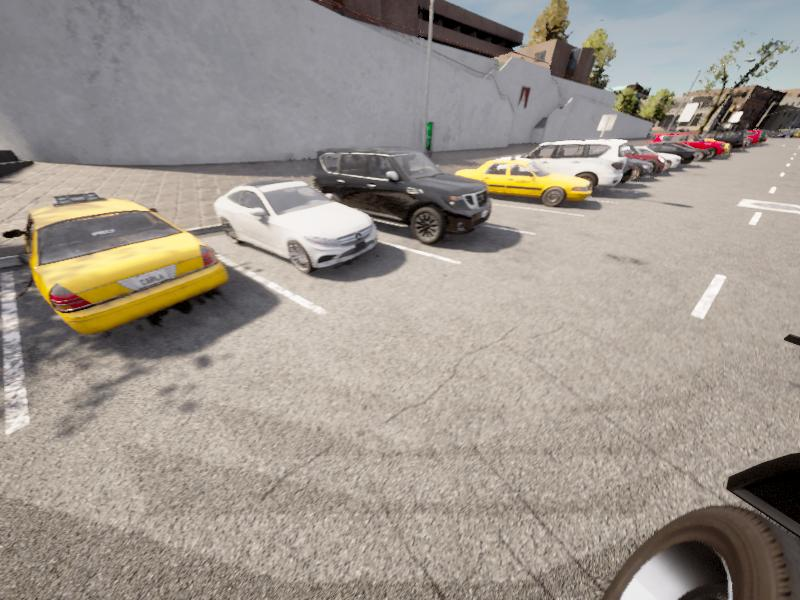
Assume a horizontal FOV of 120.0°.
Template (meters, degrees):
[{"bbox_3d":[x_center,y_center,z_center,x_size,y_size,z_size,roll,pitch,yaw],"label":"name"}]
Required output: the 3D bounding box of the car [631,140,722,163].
[{"bbox_3d":[24.359,-13.357,20.740,4.792,1.488,2.163,21,41,29],"label":"car"}]

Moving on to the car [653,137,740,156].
[{"bbox_3d":[31.547,-16.565,24.946,5.366,1.575,1.946,21,41,29],"label":"car"}]

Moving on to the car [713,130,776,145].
[{"bbox_3d":[61.240,-29.015,41.300,5.566,2.045,2.435,21,40,29],"label":"car"}]

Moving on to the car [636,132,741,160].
[{"bbox_3d":[26.810,-14.629,21.956,5.566,2.045,2.435,21,41,29],"label":"car"}]

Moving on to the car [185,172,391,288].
[{"bbox_3d":[-2.705,-2.025,5.544,4.674,1.452,2.002,21,40,29],"label":"car"}]

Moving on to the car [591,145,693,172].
[{"bbox_3d":[16.963,-10.231,16.638,4.674,1.452,2.002,21,41,29],"label":"car"}]

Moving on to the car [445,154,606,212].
[{"bbox_3d":[4.824,-5.048,9.612,5.366,1.575,1.946,21,40,29],"label":"car"}]

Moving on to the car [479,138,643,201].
[{"bbox_3d":[7.102,-6.341,10.957,5.566,2.045,2.435,21,41,29],"label":"car"}]

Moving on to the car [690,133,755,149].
[{"bbox_3d":[43.955,-21.779,31.713,4.553,1.767,2.185,21,40,29],"label":"car"}]

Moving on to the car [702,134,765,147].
[{"bbox_3d":[53.659,-25.820,37.396,5.366,1.575,1.946,21,41,29],"label":"car"}]

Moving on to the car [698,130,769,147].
[{"bbox_3d":[51.322,-24.951,35.792,5.566,2.045,2.435,21,41,29],"label":"car"}]

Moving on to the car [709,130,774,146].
[{"bbox_3d":[58.714,-28.013,39.944,5.566,2.045,2.435,21,41,29],"label":"car"}]

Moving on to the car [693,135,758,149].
[{"bbox_3d":[46.436,-22.693,33.158,4.892,1.521,2.231,21,40,29],"label":"car"}]

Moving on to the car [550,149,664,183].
[{"bbox_3d":[12.052,-8.156,13.886,4.674,1.452,2.002,21,40,29],"label":"car"}]

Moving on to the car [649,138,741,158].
[{"bbox_3d":[29.400,-15.415,23.395,5.366,1.575,1.946,21,41,29],"label":"car"}]

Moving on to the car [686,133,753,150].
[{"bbox_3d":[41.547,-20.728,30.293,4.553,1.767,2.185,21,41,29],"label":"car"}]

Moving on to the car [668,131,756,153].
[{"bbox_3d":[36.579,-18.787,27.483,5.566,2.045,2.435,21,41,29],"label":"car"}]

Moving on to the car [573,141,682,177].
[{"bbox_3d":[14.479,-9.338,15.181,4.553,1.767,2.185,21,41,29],"label":"car"}]

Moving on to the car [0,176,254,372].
[{"bbox_3d":[-5.317,-1.104,4.202,5.366,1.575,1.946,21,41,29],"label":"car"}]

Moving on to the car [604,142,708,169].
[{"bbox_3d":[19.423,-11.299,17.983,5.008,1.535,2.097,21,41,29],"label":"car"}]

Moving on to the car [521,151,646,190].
[{"bbox_3d":[9.563,-7.138,12.501,4.792,1.488,2.163,21,41,29],"label":"car"}]

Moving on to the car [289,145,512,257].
[{"bbox_3d":[-0.220,-3.265,6.764,5.566,2.045,2.435,21,40,29],"label":"car"}]
